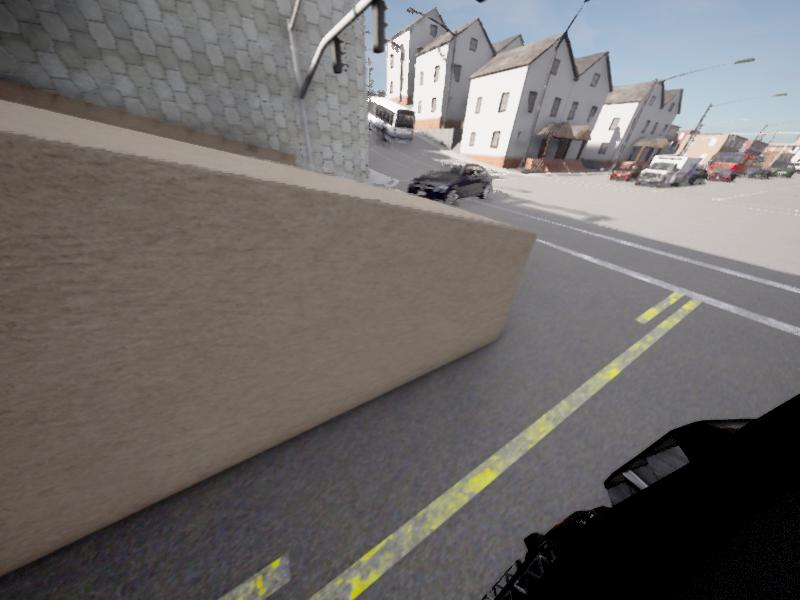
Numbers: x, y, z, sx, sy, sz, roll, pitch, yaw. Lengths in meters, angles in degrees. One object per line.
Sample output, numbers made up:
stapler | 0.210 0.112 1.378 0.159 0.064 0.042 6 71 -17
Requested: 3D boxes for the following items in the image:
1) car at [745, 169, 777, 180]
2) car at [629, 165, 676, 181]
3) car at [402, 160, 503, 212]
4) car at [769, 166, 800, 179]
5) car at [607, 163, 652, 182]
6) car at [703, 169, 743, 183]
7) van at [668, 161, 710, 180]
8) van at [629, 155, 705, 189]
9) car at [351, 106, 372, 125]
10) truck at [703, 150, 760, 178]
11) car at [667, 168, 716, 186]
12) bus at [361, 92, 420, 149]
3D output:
car | 62.359 -21.697 39.888 4.892 1.490 1.837 -15 38 -25
car | 30.689 -15.470 28.073 4.902 1.511 2.128 -15 38 -25
car | 2.660 -5.692 11.162 2.152 1.651 5.027 30 42 33
car | 80.916 -26.875 48.588 5.566 2.045 2.150 -15 38 -25
car | 25.250 -14.065 25.460 3.988 1.617 1.851 -15 38 -25
car | 42.774 -16.422 30.576 4.181 1.385 1.994 -15 38 -25
van | 41.123 -18.475 32.903 4.480 2.038 2.069 -15 38 -25
van | 25.329 -12.204 21.951 6.366 2.431 2.351 -15 38 -25
car | -6.813 -32.482 40.561 1.801 1.575 5.366 -15 51 -26
truck | 58.078 -23.729 40.491 8.468 3.827 2.891 -15 38 -25
car | 32.071 -13.617 25.432 4.892 1.490 1.837 -15 38 -25
bus | -1.827 -26.107 33.498 3.944 4.253 10.273 -15 52 -25
